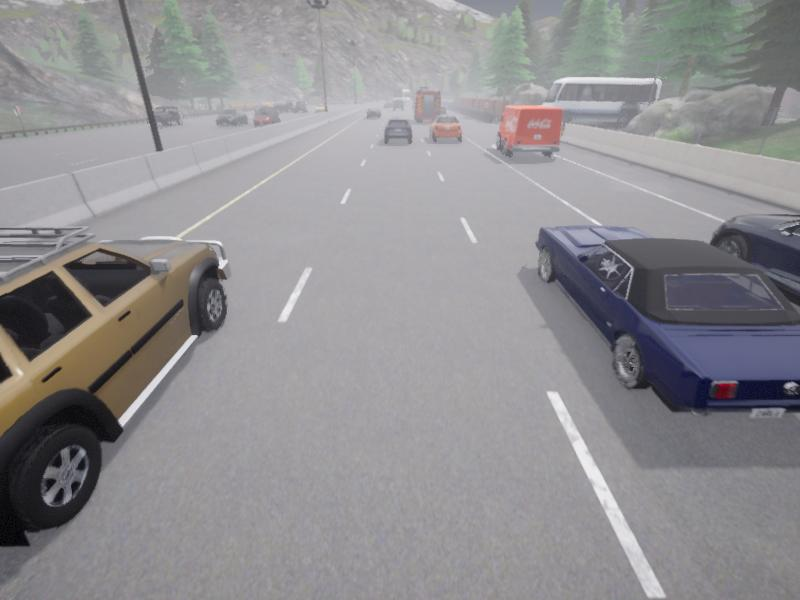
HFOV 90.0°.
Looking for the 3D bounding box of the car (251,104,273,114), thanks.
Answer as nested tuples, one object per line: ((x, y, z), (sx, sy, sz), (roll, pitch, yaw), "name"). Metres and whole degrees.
((-24.757, -34.485, 72.036), (2.128, 1.511, 4.902), (0, 27, 0), "car")

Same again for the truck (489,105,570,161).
((6.918, -9.445, 22.302), (2.627, 2.467, 5.204), (0, 27, 0), "truck")

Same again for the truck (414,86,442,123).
((3.327, -24.573, 50.225), (2.891, 3.827, 8.468), (0, 27, 0), "truck")

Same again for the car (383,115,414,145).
((-0.120, -12.377, 28.907), (2.033, 1.649, 4.856), (0, 27, 0), "car")

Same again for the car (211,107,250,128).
((-17.651, -19.221, 41.990), (2.097, 1.767, 4.553), (0, 27, 0), "car")

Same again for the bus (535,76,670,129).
((19.040, -18.988, 38.526), (10.273, 4.253, 3.944), (1, 27, 0), "bus")

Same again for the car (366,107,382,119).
((-3.704, -26.850, 57.401), (1.895, 1.301, 4.718), (0, 27, 0), "car")

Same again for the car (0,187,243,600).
((-3.513, 0.272, 4.033), (1.932, 1.855, 4.605), (0, 27, 0), "car")

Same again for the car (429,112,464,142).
((3.353, -12.932, 29.811), (2.097, 1.767, 4.553), (0, 27, 0), "car")

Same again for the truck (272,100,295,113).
((-21.261, -35.429, 73.156), (2.390, 2.098, 6.274), (0, 27, 0), "truck")

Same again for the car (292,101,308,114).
((-17.755, -34.266, 71.160), (1.905, 1.878, 3.866), (0, 27, 0), "car")

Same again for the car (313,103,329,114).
((-14.259, -34.775, 72.514), (1.801, 1.575, 5.366), (0, 27, 0), "car")

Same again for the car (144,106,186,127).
((-24.652, -19.340, 42.102), (1.905, 1.878, 3.866), (0, 27, 0), "car")

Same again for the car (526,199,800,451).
((3.480, -0.211, 5.626), (1.895, 1.301, 4.718), (0, 27, 0), "car")

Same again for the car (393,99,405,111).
((-0.195, -41.146, 84.390), (2.150, 2.045, 5.566), (1, 27, 2), "car")

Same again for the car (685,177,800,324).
((6.978, -0.497, 5.826), (2.033, 1.649, 4.856), (0, 27, 0), "car")

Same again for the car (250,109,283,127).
((-14.152, -19.391, 42.624), (2.007, 1.525, 4.514), (0, 27, 0), "car")

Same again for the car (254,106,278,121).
((-17.715, -24.828, 53.097), (1.851, 1.617, 3.988), (0, 27, 0), "car")
